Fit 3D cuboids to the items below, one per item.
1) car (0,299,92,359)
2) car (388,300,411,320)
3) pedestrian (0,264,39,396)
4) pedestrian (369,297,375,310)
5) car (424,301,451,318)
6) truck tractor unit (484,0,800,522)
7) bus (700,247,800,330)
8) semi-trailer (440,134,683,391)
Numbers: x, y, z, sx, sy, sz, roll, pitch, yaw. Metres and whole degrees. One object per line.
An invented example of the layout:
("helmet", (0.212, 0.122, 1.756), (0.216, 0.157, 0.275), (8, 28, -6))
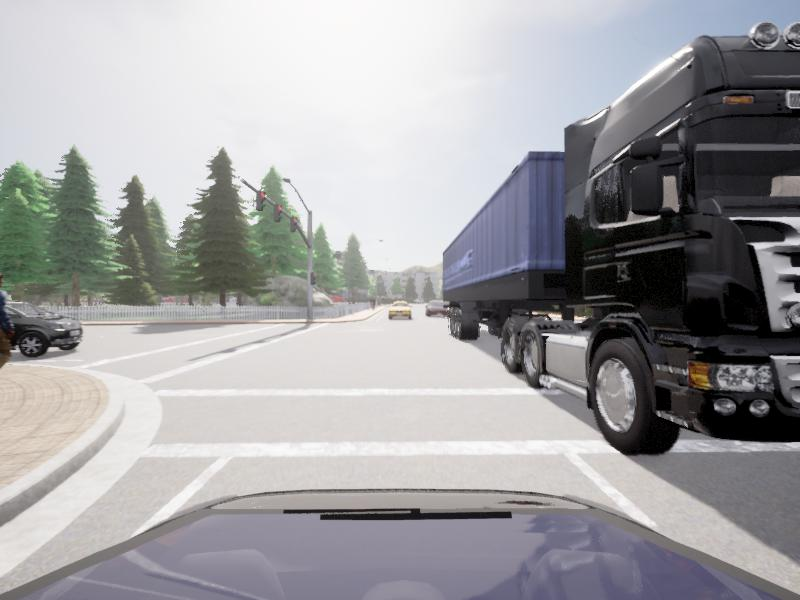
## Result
("car", (-11.158, 0.756, 11.125), (3.705, 1.549, 1.789), (0, 0, -12))
("car", (0.040, 0.793, 33.563), (1.801, 1.575, 5.366), (0, 0, 2))
("pedestrian", (-6.011, 0.426, 5.868), (0.751, 1.860, 0.751), (0, 0, -1))
("pedestrian", (-3.947, 0.471, 56.860), (0.751, 1.860, 0.751), (0, 0, 8))
("car", (3.493, 0.842, 38.184), (2.163, 1.488, 4.792), (0, 0, 0))
("truck tractor unit", (3.511, -0.538, 6.088), (3.053, 4.208, 6.516), (0, 0, 0))
("bus", (23.605, -0.595, 22.644), (10.273, 4.253, 3.944), (0, 0, 0))
("semi-trailer", (3.500, -0.641, 14.012), (2.717, 4.402, 14.254), (0, 0, 0))
